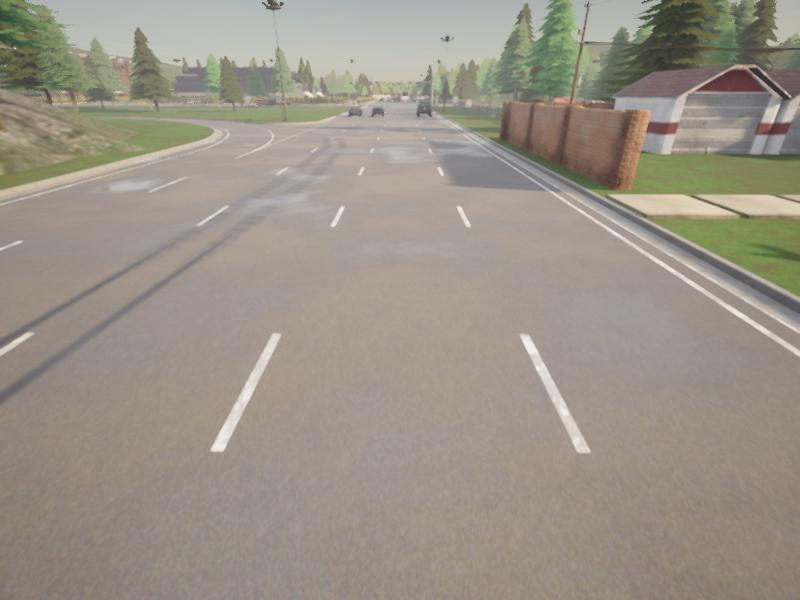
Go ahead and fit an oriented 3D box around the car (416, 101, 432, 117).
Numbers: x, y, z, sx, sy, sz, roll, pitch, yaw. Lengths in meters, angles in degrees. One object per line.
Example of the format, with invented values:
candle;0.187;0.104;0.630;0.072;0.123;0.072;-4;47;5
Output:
car;3.683;-29.336;61.445;2.150;2.045;5.566;0;27;0

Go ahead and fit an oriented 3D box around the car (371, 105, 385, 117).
car;-3.318;-29.081;61.510;1.837;1.490;4.892;0;27;0

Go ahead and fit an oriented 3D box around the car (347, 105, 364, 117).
car;-6.817;-29.251;61.894;2.128;1.511;4.902;0;27;0
